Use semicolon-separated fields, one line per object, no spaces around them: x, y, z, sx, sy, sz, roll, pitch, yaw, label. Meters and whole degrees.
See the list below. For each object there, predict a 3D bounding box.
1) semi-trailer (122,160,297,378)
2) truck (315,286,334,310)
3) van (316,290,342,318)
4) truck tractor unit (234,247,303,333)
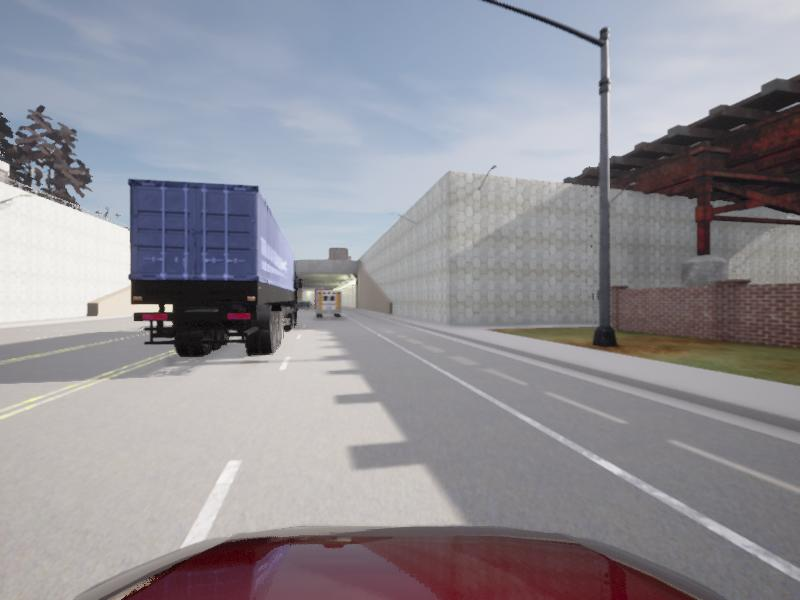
-5.733;-0.620;15.362;2.717;4.402;14.254;0;0;-12;semi-trailer
-12.921;-0.338;67.989;2.891;3.827;8.468;0;0;-12;truck
-6.987;0.369;38.960;2.351;2.431;6.366;0;0;-12;van
-7.320;-0.523;23.116;3.053;4.208;6.516;0;0;-12;truck tractor unit
